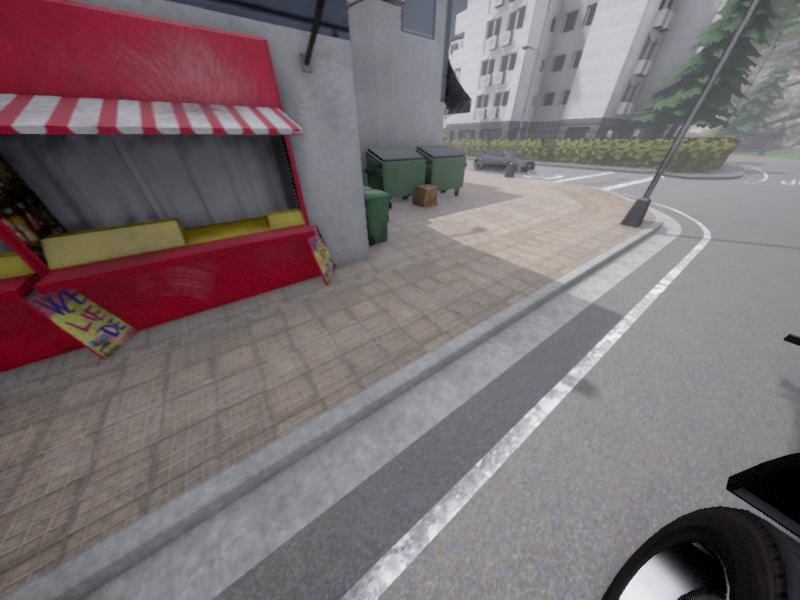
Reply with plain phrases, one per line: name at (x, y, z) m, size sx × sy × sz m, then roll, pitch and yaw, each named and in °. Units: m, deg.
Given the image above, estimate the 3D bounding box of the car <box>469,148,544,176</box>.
car at (7.303, -9.845, 16.329) m, size 1.994 × 1.385 × 4.181 m, roll -23°, pitch 41°, yaw -28°

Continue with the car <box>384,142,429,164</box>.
car at (0.571, -15.319, 23.890) m, size 2.242 × 1.667 × 4.611 m, roll -23°, pitch 41°, yaw -29°
